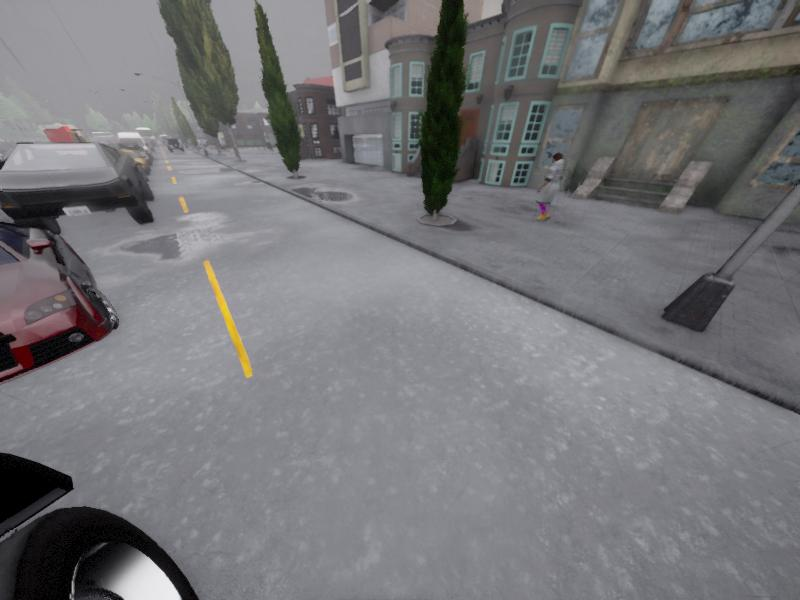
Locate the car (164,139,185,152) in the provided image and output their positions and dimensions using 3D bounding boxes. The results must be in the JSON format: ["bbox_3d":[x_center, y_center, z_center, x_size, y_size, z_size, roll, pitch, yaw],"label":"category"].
[{"bbox_3d":[-39.706,-27.264,40.688,1.905,1.878,3.866,-26,43,-32],"label":"car"}]

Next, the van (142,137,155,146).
[{"bbox_3d":[-68.232,-43.011,62.725,1.775,1.987,4.442,-26,43,-32],"label":"van"}]

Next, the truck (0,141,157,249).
[{"bbox_3d":[-10.177,-3.904,7.558,2.390,2.098,6.274,-26,43,-32],"label":"truck"}]

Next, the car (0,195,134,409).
[{"bbox_3d":[-5.703,-0.189,2.972,4.181,1.385,1.994,24,41,30],"label":"car"}]

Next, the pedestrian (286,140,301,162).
[{"bbox_3d":[-11.113,-15.592,24.158,0.751,1.860,0.751,-29,45,-35],"label":"pedestrian"}]

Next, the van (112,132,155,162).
[{"bbox_3d":[-29.515,-17.123,25.793,1.988,2.561,5.915,-26,43,-32],"label":"van"}]

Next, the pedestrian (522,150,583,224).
[{"bbox_3d":[4.494,-3.358,6.909,0.751,1.860,0.751,-27,43,-33],"label":"pedestrian"}]

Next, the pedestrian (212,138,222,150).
[{"bbox_3d":[-35.930,-30.607,45.282,0.751,1.860,0.751,26,43,32],"label":"pedestrian"}]

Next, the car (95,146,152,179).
[{"bbox_3d":[-19.468,-9.959,16.532,1.801,1.575,5.366,-26,43,-32],"label":"car"}]

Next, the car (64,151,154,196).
[{"bbox_3d":[-14.914,-6.858,12.225,2.128,1.511,4.902,-26,43,-32],"label":"car"}]

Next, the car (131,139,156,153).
[{"bbox_3d":[-42.877,-25.830,38.702,2.097,1.767,4.553,-26,43,-32],"label":"car"}]

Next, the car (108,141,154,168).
[{"bbox_3d":[-24.604,-13.544,21.324,1.932,1.855,4.605,-26,43,-32],"label":"car"}]
